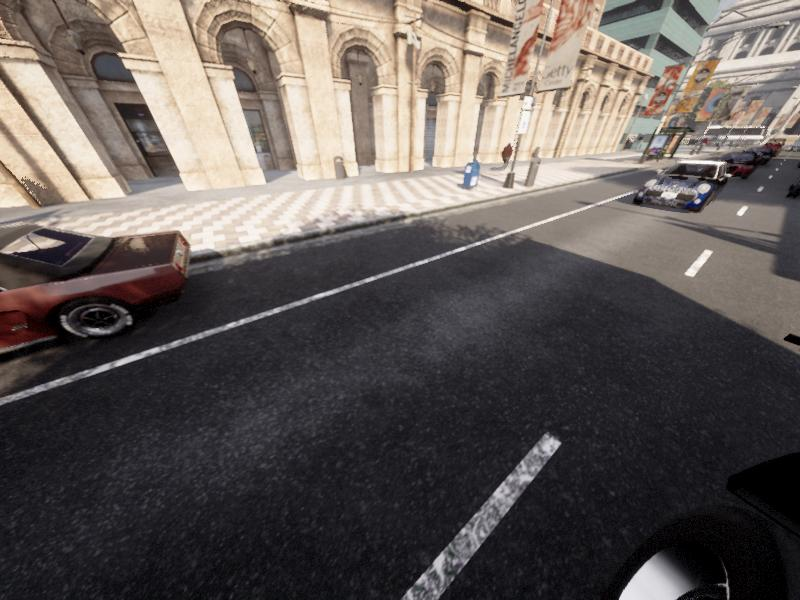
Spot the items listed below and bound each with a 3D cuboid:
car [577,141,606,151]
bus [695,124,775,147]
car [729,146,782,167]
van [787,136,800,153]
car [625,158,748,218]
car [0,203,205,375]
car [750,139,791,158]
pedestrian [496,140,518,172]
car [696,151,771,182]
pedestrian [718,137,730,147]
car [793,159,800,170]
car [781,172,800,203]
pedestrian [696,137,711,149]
[{"bbox_3d":[34.408,-27.673,41.441,4.786,1.482,2.161,-22,41,-28],"label":"car"},{"bbox_3d":[82.587,-40.773,57.402,3.944,4.253,10.273,-22,41,-28],"label":"bus"},{"bbox_3d":[32.612,-13.220,21.219,4.181,1.385,1.994,-22,41,-28],"label":"car"},{"bbox_3d":[64.948,-24.904,36.524,5.915,2.561,1.988,-30,46,-35],"label":"van"},{"bbox_3d":[10.969,-4.472,8.885,3.806,1.475,1.970,-22,41,-28],"label":"car"},{"bbox_3d":[-5.532,0.031,2.773,4.718,1.301,1.895,-22,41,-28],"label":"car"},{"bbox_3d":[46.799,-19.215,29.158,3.866,1.878,1.905,-22,41,-28],"label":"car"},{"bbox_3d":[7.590,-10.233,16.442,0.751,1.860,0.751,28,44,34],"label":"pedestrian"},{"bbox_3d":[21.550,-8.731,14.936,4.181,1.385,1.994,-22,41,-28],"label":"car"},{"bbox_3d":[72.568,-35.475,51.740,0.751,1.860,0.751,-21,40,-27],"label":"pedestrian"},{"bbox_3d":[34.005,-11.338,18.516,5.357,1.411,2.033,-22,41,-28],"label":"car"},{"bbox_3d":[18.645,-5.150,9.744,4.974,1.542,2.038,-22,41,-28],"label":"car"},{"bbox_3d":[55.141,-28.513,42.001,0.751,1.860,0.751,-19,39,-24],"label":"pedestrian"}]
